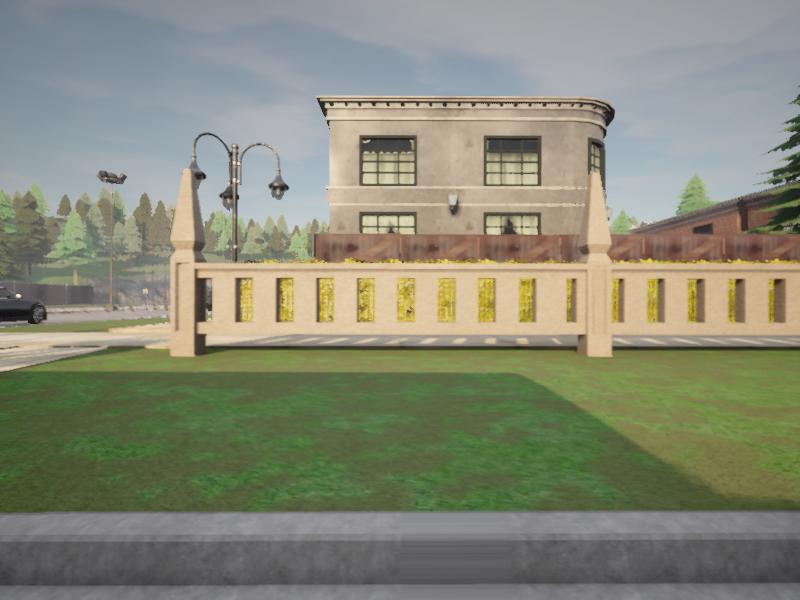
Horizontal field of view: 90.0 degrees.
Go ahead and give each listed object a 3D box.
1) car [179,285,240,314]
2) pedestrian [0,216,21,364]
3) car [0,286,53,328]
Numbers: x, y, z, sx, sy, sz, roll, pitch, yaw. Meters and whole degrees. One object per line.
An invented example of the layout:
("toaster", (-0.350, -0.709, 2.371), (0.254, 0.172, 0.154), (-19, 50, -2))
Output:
("car", (-14.736, -0.053, 31.333), (2.150, 2.045, 5.566), (0, 0, 0))
("pedestrian", (-5.394, -0.123, 4.961), (0.751, 1.860, 0.751), (0, 0, -16))
("car", (-15.011, 0.232, 14.482), (1.970, 1.475, 3.806), (0, 0, -9))
